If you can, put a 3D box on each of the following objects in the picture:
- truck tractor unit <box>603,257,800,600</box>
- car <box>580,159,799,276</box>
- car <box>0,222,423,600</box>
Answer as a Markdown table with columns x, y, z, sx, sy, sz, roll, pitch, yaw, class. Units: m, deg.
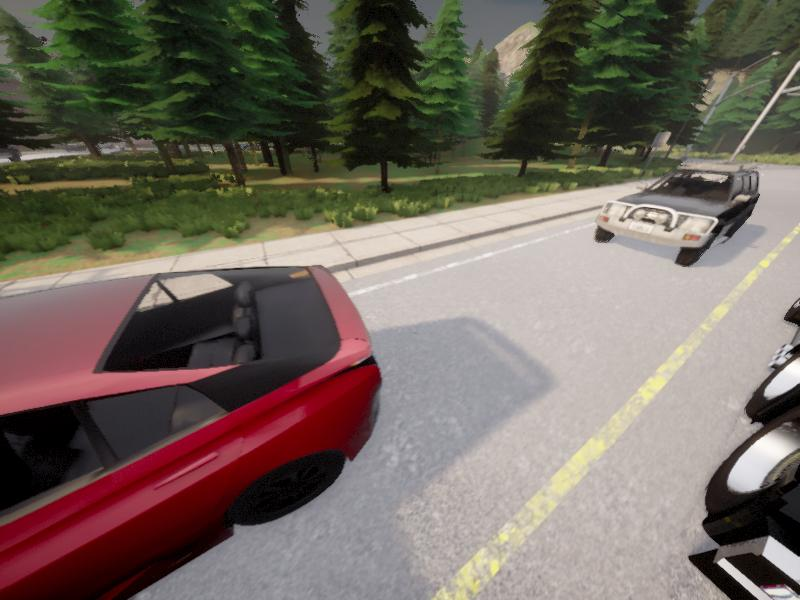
| x | y | z | sx | sy | sz | roll | pitch | yaw | class |
| --- | --- | --- | --- | --- | --- | --- | --- | --- | --- |
| 5.098 | -0.313 | 0.803 | 6.516 | 4.208 | 3.053 | -19 | 39 | -25 | truck tractor unit |
| 7.250 | -2.388 | 5.877 | 4.605 | 1.855 | 1.932 | -18 | 39 | -25 | car |
| -2.350 | 0.880 | 1.387 | 4.514 | 1.525 | 2.007 | -17 | 38 | -23 | car |
